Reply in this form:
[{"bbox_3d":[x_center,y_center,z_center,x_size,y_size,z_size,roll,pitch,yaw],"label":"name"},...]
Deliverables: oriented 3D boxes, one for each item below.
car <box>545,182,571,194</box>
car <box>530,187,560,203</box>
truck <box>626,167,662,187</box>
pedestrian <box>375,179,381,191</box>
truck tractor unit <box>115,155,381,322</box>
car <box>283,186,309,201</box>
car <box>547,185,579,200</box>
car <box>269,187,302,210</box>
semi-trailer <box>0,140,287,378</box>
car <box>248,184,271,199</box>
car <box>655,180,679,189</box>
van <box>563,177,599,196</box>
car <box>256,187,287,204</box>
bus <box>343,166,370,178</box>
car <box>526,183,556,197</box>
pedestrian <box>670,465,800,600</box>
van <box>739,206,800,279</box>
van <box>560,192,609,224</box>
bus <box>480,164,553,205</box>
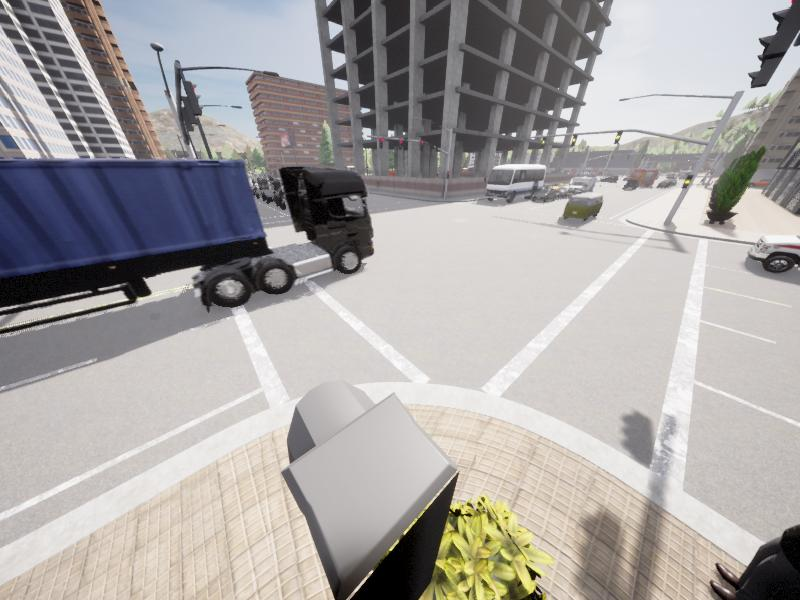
[{"bbox_3d":[27.903,-19.813,40.743,5.366,1.575,1.801,-23,37,-34],"label":"car"},{"bbox_3d":[19.024,-13.768,30.300,3.705,1.549,1.789,-23,37,-34],"label":"car"},{"bbox_3d":[57.206,-29.101,54.575,2.891,3.827,8.468,15,33,25],"label":"truck"},{"bbox_3d":[-3.892,-20.481,41.272,0.751,1.860,0.751,-20,36,-31],"label":"pedestrian"},{"bbox_3d":[-4.349,-2.798,8.629,6.516,4.208,3.053,-23,37,-34],"label":"truck tractor unit"},{"bbox_3d":[-14.901,-15.280,33.028,1.812,1.442,4.674,-22,37,-34],"label":"car"},{"bbox_3d":[23.938,-15.821,33.898,4.902,1.511,2.128,-23,37,-34],"label":"car"},{"bbox_3d":[-13.065,-11.646,26.299,1.932,1.855,4.605,-21,36,-32],"label":"car"},{"bbox_3d":[-10.466,-0.372,4.230,14.254,4.402,2.717,-22,37,-33],"label":"semi-trailer"},{"bbox_3d":[-21.131,-16.369,34.750,1.851,1.617,3.988,-22,37,-34],"label":"car"},{"bbox_3d":[57.471,-24.986,49.753,4.514,1.525,2.007,-17,34,-27],"label":"car"},{"bbox_3d":[29.749,-18.670,37.915,6.366,2.431,2.351,-23,37,-34],"label":"van"},{"bbox_3d":[-17.016,-13.831,30.482,2.163,1.488,4.792,-23,37,-34],"label":"car"},{"bbox_3d":[-18.077,-54.164,97.561,10.273,4.253,3.944,-23,37,-34],"label":"bus"},{"bbox_3d":[22.490,-17.570,36.767,4.611,1.667,2.242,-23,37,-34],"label":"car"},{"bbox_3d":[3.453,2.233,1.925,0.751,1.860,0.751,-15,33,-24],"label":"pedestrian"},{"bbox_3d":[18.458,-1.625,8.393,2.351,2.431,6.366,-23,37,-34],"label":"van"},{"bbox_3d":[16.031,-8.116,20.076,4.442,1.987,1.775,-23,37,-34],"label":"van"},{"bbox_3d":[15.792,-15.784,31.093,10.273,4.253,3.944,-23,37,-34],"label":"bus"}]
